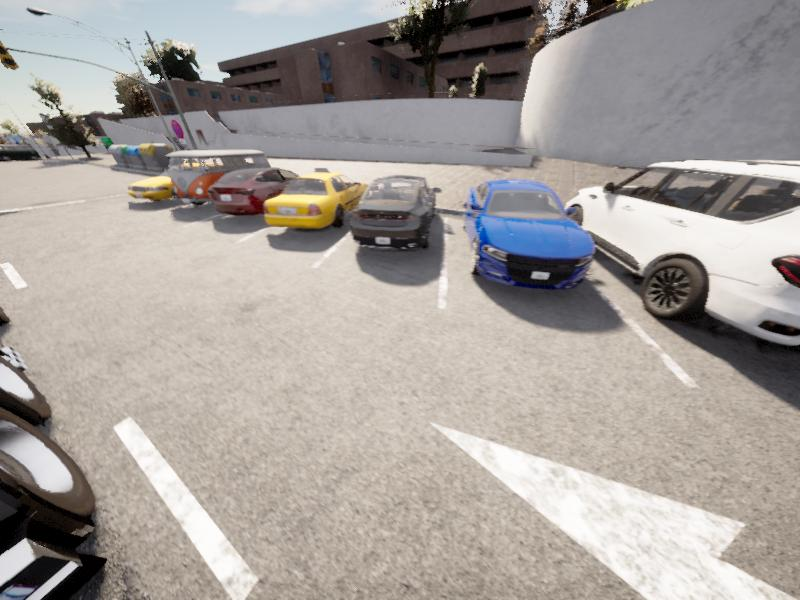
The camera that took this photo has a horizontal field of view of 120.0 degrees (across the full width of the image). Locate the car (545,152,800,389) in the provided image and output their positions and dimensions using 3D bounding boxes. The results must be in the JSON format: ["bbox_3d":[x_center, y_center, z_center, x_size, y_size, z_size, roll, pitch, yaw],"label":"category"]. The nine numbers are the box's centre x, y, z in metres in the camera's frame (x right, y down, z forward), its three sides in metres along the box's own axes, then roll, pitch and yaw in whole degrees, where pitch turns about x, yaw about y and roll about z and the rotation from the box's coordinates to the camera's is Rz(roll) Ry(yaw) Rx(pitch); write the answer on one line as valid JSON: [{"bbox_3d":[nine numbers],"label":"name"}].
[{"bbox_3d":[5.215,-1.373,4.169,2.435,2.045,5.566,6,34,8],"label":"car"}]

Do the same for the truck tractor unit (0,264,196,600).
[{"bbox_3d":[-5.113,-0.297,0.792,6.516,4.208,3.053,18,39,24],"label":"truck tractor unit"}]

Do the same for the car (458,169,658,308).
[{"bbox_3d":[2.637,-1.991,5.519,2.097,1.535,5.008,6,35,8],"label":"car"}]

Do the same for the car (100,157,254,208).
[{"bbox_3d":[-10.312,-6.076,11.533,1.946,1.575,5.366,6,35,8],"label":"car"}]

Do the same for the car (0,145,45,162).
[{"bbox_3d":[-55.583,-21.013,33.069,1.878,1.987,4.442,5,34,9],"label":"car"}]

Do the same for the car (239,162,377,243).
[{"bbox_3d":[-2.504,-3.772,8.132,1.946,1.575,5.366,5,34,8],"label":"car"}]

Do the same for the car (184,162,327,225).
[{"bbox_3d":[-5.116,-4.495,9.257,2.163,1.488,4.792,5,34,8],"label":"car"}]

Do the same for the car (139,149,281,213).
[{"bbox_3d":[-7.718,-5.461,10.229,1.878,1.987,4.442,6,35,8],"label":"car"}]

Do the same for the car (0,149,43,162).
[{"bbox_3d":[-58.143,-21.632,34.582,2.002,1.452,4.674,4,34,9],"label":"car"}]

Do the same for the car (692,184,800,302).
[{"bbox_3d":[7.805,-0.308,3.062,2.231,1.521,4.892,6,35,8],"label":"car"}]

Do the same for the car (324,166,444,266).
[{"bbox_3d":[0.045,-2.824,6.745,2.231,1.521,4.892,5,34,8],"label":"car"}]
